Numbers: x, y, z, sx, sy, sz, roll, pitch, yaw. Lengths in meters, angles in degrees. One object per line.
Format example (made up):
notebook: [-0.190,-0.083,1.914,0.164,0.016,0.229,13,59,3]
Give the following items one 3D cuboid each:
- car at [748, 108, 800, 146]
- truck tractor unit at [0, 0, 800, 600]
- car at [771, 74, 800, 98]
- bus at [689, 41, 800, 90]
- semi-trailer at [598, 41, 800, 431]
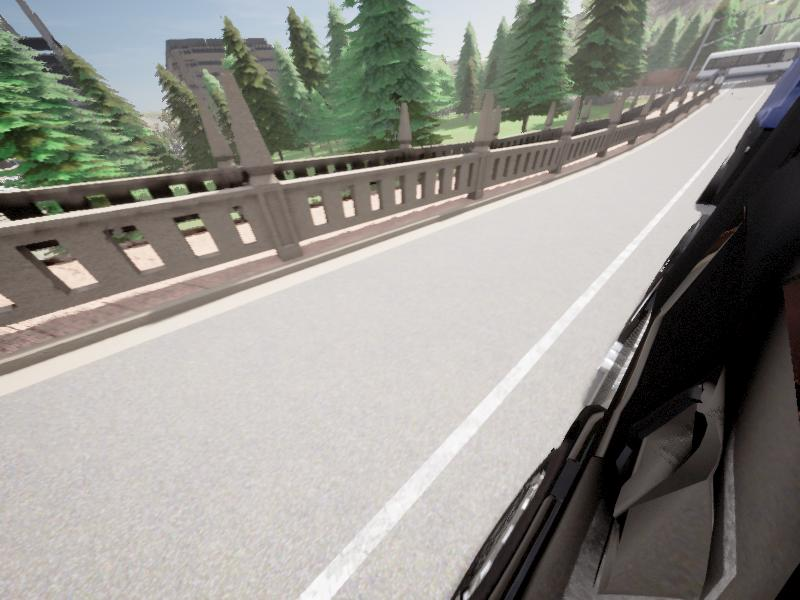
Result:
car: [23.318,-10.407,13.846,1.845,1.501,3.633,26,49,33]
truck tractor unit: [2.645,-0.295,0.352,6.516,4.208,3.053,-28,44,-30]
car: [44.387,-24.290,26.133,5.366,1.575,1.801,-33,46,-25]
bus: [54.429,-36.661,36.291,3.944,4.253,10.273,-37,49,-28]
semi-trailer: [8.693,-3.610,4.231,14.254,4.402,2.717,-28,44,-30]
